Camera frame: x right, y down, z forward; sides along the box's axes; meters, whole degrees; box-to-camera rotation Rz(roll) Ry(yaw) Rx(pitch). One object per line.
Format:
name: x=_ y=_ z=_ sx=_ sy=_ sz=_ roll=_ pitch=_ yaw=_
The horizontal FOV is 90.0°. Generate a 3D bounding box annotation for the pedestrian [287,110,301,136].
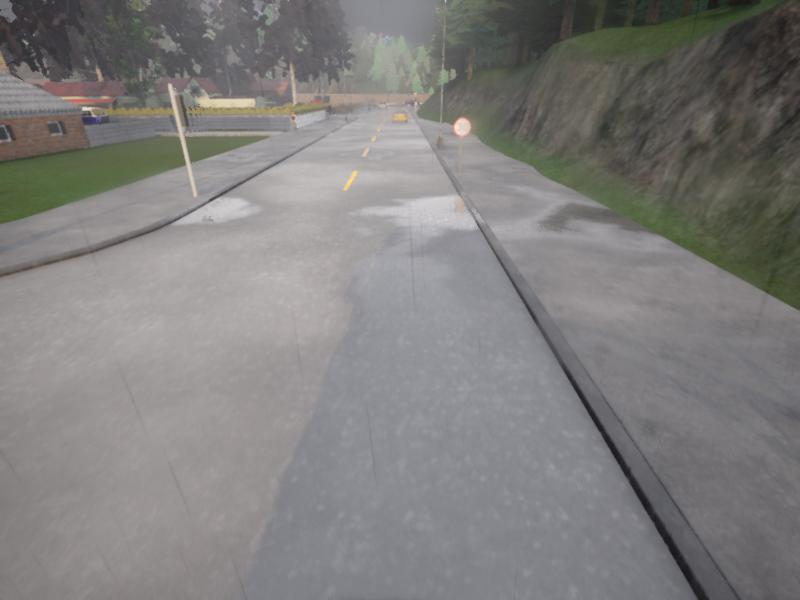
pedestrian: x=-8.503 y=-14.243 z=32.118 sx=0.751 sy=1.860 sz=0.751 roll=1 pitch=27 yaw=2

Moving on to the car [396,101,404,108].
car: x=0.000 y=-50.628 z=103.563 sx=1.789 sy=1.549 sz=3.705 roll=0 pitch=27 yaw=0

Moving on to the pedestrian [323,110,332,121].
pedestrian: x=-8.879 y=-22.632 z=49.060 sx=0.751 sy=1.300 sz=0.751 roll=3 pitch=27 yaw=6

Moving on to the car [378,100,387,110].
car: x=-4.001 y=-45.353 z=92.973 sx=1.932 sy=1.855 sz=4.605 roll=0 pitch=27 yaw=0

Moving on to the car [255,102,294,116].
car: x=-20.452 y=-31.306 z=65.517 sx=5.566 sy=2.045 sz=2.150 roll=0 pitch=27 yaw=0

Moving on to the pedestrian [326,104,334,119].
pedestrian: x=-9.380 y=-25.174 z=53.403 sx=0.751 sy=1.860 sz=0.751 roll=0 pitch=27 yaw=1

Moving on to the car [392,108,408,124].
car: x=-0.005 y=-22.439 z=48.627 sx=1.801 sy=1.575 sz=5.366 roll=0 pitch=27 yaw=0

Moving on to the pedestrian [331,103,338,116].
pedestrian: x=-9.906 y=-28.746 z=60.365 sx=0.751 sy=1.860 sz=0.751 roll=-10 pitch=29 yaw=-18

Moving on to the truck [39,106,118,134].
truck: x=-26.983 y=-15.197 z=33.746 sx=4.478 sy=2.038 sz=2.069 roll=0 pitch=27 yaw=0
